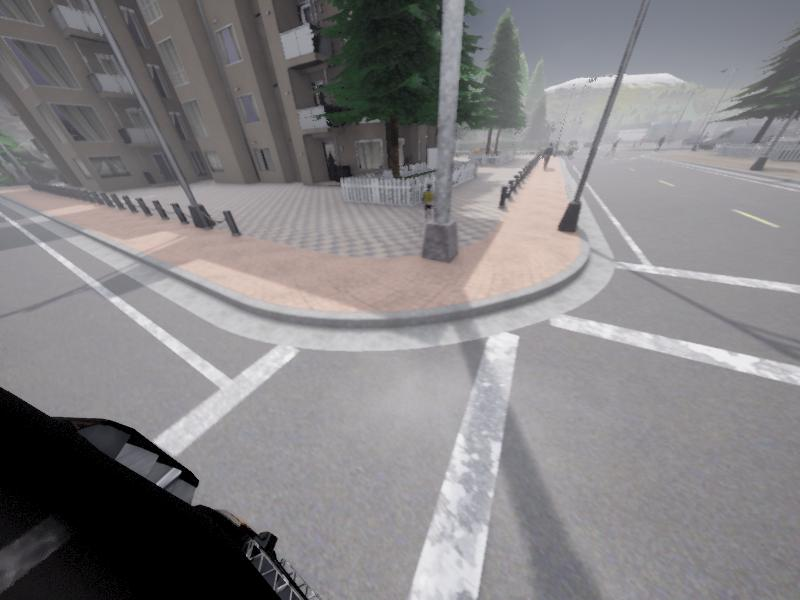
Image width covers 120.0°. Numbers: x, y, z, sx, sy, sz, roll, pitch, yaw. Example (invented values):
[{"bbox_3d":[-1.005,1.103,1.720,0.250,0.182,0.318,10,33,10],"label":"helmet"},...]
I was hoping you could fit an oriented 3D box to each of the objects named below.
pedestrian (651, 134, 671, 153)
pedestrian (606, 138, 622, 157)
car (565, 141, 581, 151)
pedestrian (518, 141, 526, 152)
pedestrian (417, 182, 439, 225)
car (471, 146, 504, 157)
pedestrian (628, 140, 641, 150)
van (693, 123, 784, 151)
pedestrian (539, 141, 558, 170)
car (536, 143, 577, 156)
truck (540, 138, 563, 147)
[{"bbox_3d":[32.086,-19.235,28.418,0.751,1.860,0.751,-11,34,-12],"label":"pedestrian"},{"bbox_3d":[26.006,-18.493,28.068,0.751,1.860,0.751,-28,41,-32],"label":"pedestrian"},{"bbox_3d":[35.004,-31.239,46.889,2.007,1.525,4.514,15,37,25],"label":"car"},{"bbox_3d":[24.762,-31.164,46.850,0.751,1.860,0.751,-30,42,-34],"label":"pedestrian"},{"bbox_3d":[0.829,-2.888,6.932,0.500,1.100,0.500,10,36,18],"label":"pedestrian"},{"bbox_3d":[15.402,-26.188,40.755,5.008,1.535,1.882,15,38,25],"label":"car"},{"bbox_3d":[37.997,-25.173,37.427,0.751,1.300,0.751,4,34,10],"label":"pedestrian"},{"bbox_3d":[43.638,-21.162,30.141,5.915,2.561,1.988,15,38,25],"label":"van"},{"bbox_3d":[11.332,-11.035,17.701,0.751,1.860,0.751,15,38,25],"label":"pedestrian"},{"bbox_3d":[23.525,-22.713,34.923,2.007,1.525,4.514,-20,38,-24],"label":"car"},{"bbox_3d":[52.372,-54.387,79.844,6.274,2.098,2.390,15,38,25],"label":"truck"}]
